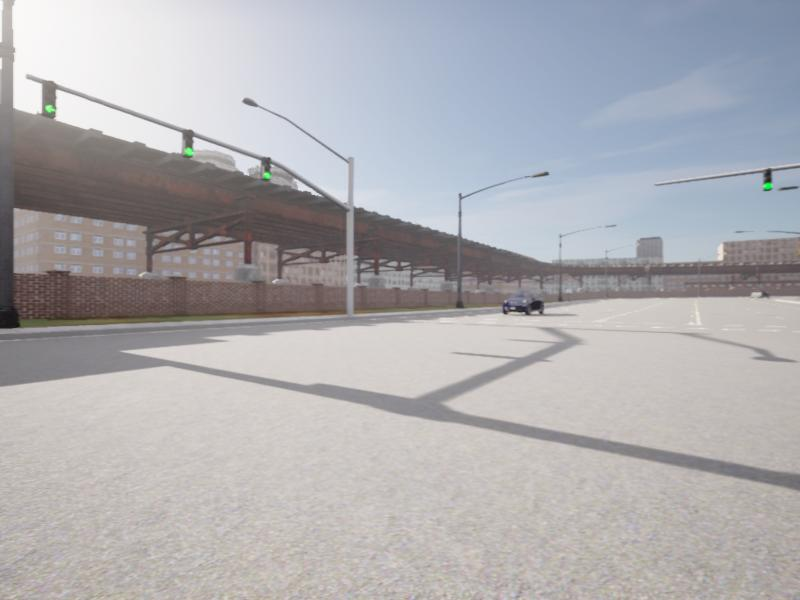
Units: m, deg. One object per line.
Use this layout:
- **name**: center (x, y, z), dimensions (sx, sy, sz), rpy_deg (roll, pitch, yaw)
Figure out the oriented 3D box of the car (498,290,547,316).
- **car**: center (7.817, 0.169, 25.382), dimensions (1.845, 1.501, 3.633), rpy_deg (0, 1, 36)
